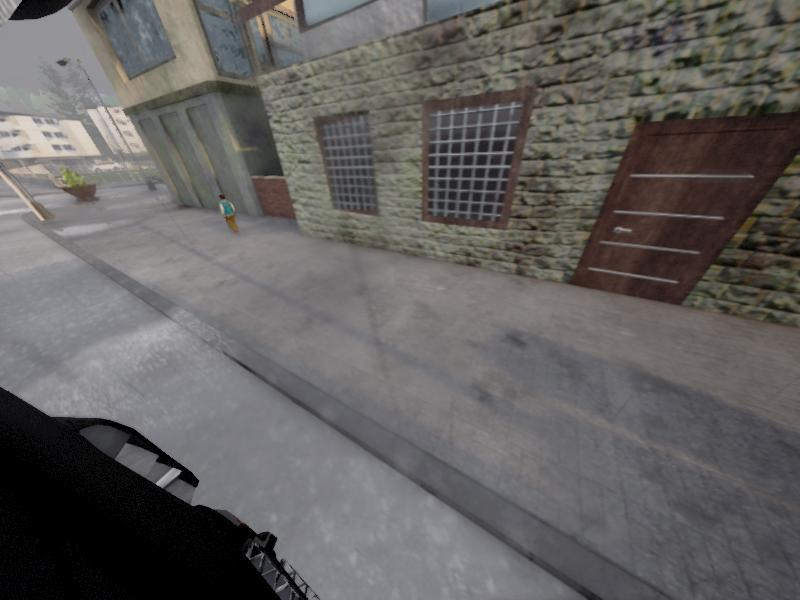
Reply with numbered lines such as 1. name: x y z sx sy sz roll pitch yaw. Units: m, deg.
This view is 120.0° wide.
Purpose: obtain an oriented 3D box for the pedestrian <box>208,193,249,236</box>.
1. pedestrian: -5.136 -2.567 6.959 0.500 1.100 0.500 21 40 31

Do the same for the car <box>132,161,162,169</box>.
1. car: -71.173 -38.200 65.186 1.930 1.638 5.238 16 38 26

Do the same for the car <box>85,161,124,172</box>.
1. car: -75.447 -34.164 59.092 2.150 2.045 5.566 16 38 26

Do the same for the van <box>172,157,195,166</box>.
1. van: -66.754 -42.703 71.292 1.775 1.987 4.442 16 38 26
